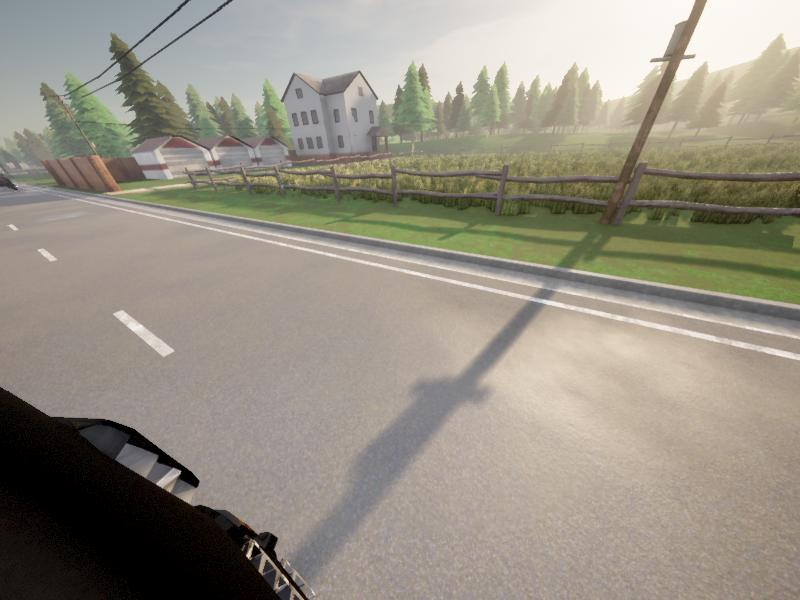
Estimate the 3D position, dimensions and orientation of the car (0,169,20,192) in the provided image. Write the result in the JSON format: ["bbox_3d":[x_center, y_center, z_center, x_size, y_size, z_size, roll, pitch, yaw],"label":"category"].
[{"bbox_3d":[-44.737,-13.051,25.226,5.566,2.045,2.150,16,38,26],"label":"car"}]
